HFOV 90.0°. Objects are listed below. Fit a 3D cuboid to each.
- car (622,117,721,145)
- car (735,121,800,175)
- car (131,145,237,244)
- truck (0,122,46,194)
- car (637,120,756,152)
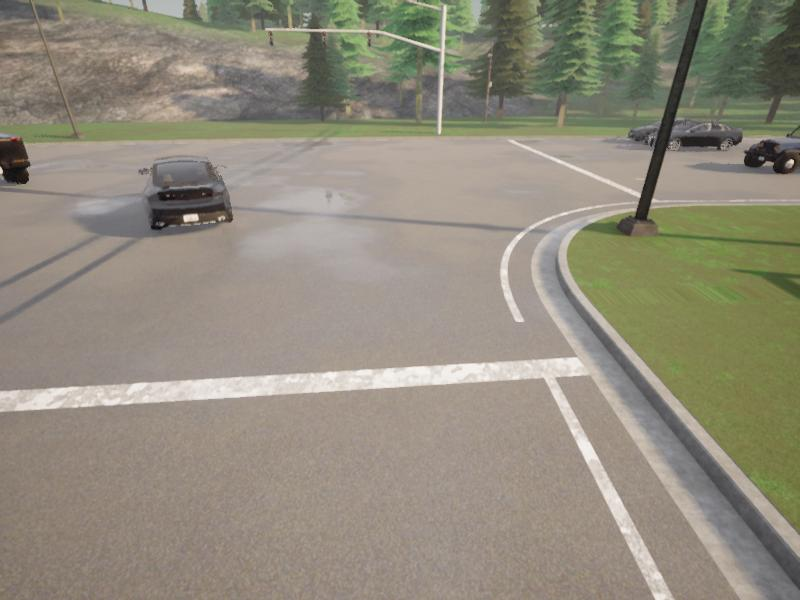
[{"bbox_3d":[17.488,-10.992,25.975,4.892,1.490,1.837,0,28,0],"label":"car"},{"bbox_3d":[16.884,-6.320,16.572,3.866,1.878,1.905,0,27,0],"label":"car"},{"bbox_3d":[-5.774,-3.100,10.825,1.837,1.490,4.892,-11,30,-24],"label":"car"},{"bbox_3d":[-16.073,-5.143,14.095,6.274,2.098,2.390,12,29,22],"label":"truck"},{"bbox_3d":[16.764,-9.382,22.862,4.902,1.511,2.128,0,27,0],"label":"car"}]
